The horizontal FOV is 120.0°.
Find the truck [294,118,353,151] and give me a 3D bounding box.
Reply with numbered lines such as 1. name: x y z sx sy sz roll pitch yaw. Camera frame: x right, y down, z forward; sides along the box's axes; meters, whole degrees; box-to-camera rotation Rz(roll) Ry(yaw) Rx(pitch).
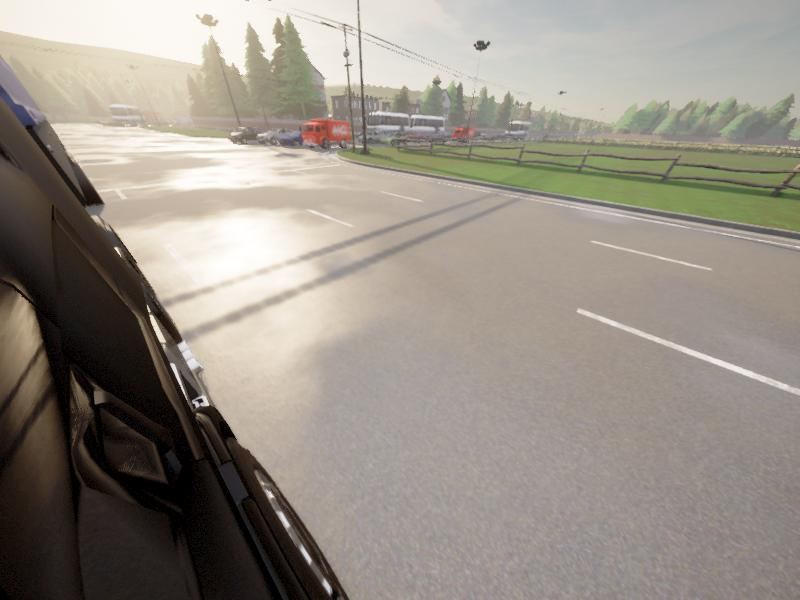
1. truck: -7.592 -16.908 23.670 2.627 2.467 5.204 17 39 21

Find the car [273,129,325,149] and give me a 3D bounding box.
1. car: -10.793 -17.540 25.107 1.882 1.535 5.008 18 40 21

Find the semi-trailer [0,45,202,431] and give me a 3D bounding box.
1. semi-trailer: -8.707 -3.580 4.247 14.254 4.402 2.717 28 44 30

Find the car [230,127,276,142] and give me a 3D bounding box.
1. car: -19.172 -21.799 30.418 1.812 1.442 4.674 21 41 23

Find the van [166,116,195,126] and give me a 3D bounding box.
1. van: -70.817 -57.732 74.726 2.351 2.431 6.366 6 37 6

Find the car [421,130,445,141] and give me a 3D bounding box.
1. car: 6.705 -33.802 47.528 4.611 1.667 2.242 -28 46 -34

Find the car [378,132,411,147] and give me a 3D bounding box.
1. car: -0.733 -22.111 31.714 2.007 1.525 4.514 28 44 30

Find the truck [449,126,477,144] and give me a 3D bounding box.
1. truck: 11.958 -31.376 43.893 2.627 2.467 5.204 28 44 30

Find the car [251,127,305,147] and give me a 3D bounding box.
1. car: -13.779 -18.711 26.442 2.152 1.651 5.027 19 40 21

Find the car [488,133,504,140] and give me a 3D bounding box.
1. car: 26.095 -44.201 62.486 2.128 1.511 4.902 28 44 30

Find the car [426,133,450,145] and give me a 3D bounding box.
1. car: 6.382 -27.037 38.764 1.994 1.385 4.181 27 44 30

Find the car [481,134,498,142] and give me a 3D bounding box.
1. car: 20.370 -36.838 52.516 1.994 1.385 4.181 28 44 30

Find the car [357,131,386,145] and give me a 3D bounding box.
1. car: -4.018 -23.087 32.884 1.970 1.475 3.806 28 44 30

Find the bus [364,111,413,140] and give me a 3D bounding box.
1. bus: -2.124 -35.000 46.516 3.944 4.253 10.273 26 43 28

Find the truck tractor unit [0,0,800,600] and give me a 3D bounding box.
1. truck tractor unit: -2.645 -0.295 0.352 6.516 4.208 3.053 28 44 30

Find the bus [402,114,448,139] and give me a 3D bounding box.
1. bus: 5.767 -40.126 53.744 10.273 4.253 3.944 -22 43 -29

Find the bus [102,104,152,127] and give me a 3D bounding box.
1. bus: -69.016 -46.883 58.871 3.944 4.253 10.273 -14 40 -20

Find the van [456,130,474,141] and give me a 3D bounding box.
1. van: 14.338 -36.146 50.773 1.775 1.987 4.442 28 44 30

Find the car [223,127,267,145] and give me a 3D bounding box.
1. car: -17.528 -18.740 26.340 1.789 1.549 3.705 13 38 15

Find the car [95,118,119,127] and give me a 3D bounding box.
1. car: -70.977 -43.159 56.080 1.801 1.575 5.366 -17 41 -23

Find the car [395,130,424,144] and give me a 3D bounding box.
1. car: 1.587 -27.091 38.335 2.242 1.667 4.611 28 44 30

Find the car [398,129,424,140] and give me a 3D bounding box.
1. car: 2.237 -33.615 47.049 4.611 1.667 2.242 -15 40 -22

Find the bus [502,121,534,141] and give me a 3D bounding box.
1. bus: 32.333 -46.230 63.219 3.944 4.253 10.273 28 44 30
